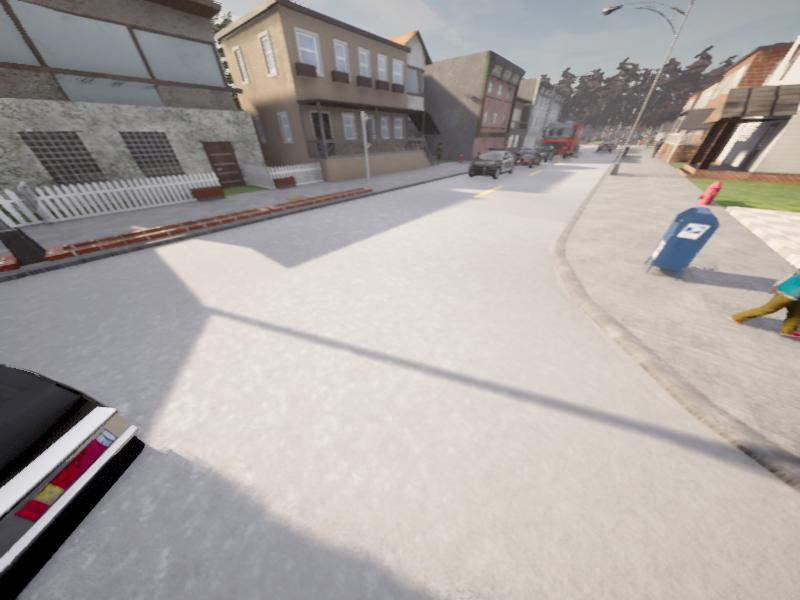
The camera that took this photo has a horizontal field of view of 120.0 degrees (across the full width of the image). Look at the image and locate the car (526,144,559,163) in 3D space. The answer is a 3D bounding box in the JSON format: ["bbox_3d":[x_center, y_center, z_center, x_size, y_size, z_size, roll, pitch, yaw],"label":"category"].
[{"bbox_3d":[15.024,-15.469,24.319,1.789,1.549,3.705,25,42,31],"label":"car"}]

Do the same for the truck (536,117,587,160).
[{"bbox_3d":[20.413,-20.243,29.037,2.891,3.827,8.468,25,42,31],"label":"truck"}]

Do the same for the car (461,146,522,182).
[{"bbox_3d":[6.372,-9.429,15.810,1.930,1.638,5.238,24,42,31],"label":"car"}]

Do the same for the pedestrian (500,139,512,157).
[{"bbox_3d":[13.291,-19.142,29.067,0.751,1.860,0.751,27,43,33],"label":"pedestrian"}]

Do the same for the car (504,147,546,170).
[{"bbox_3d":[11.221,-12.700,20.612,1.994,1.385,4.181,25,43,31],"label":"car"}]

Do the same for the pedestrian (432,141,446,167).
[{"bbox_3d":[3.412,-12.746,20.147,0.751,1.860,0.751,26,43,33],"label":"pedestrian"}]

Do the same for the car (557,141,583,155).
[{"bbox_3d":[25.949,-23.216,35.202,2.163,1.488,4.792,25,42,31],"label":"car"}]

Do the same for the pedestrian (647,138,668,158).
[{"bbox_3d":[28.052,-16.575,25.197,0.751,1.860,0.751,25,42,31],"label":"pedestrian"}]

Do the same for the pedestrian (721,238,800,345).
[{"bbox_3d":[4.779,-0.098,2.831,0.500,1.100,0.500,-24,41,-29],"label":"pedestrian"}]
